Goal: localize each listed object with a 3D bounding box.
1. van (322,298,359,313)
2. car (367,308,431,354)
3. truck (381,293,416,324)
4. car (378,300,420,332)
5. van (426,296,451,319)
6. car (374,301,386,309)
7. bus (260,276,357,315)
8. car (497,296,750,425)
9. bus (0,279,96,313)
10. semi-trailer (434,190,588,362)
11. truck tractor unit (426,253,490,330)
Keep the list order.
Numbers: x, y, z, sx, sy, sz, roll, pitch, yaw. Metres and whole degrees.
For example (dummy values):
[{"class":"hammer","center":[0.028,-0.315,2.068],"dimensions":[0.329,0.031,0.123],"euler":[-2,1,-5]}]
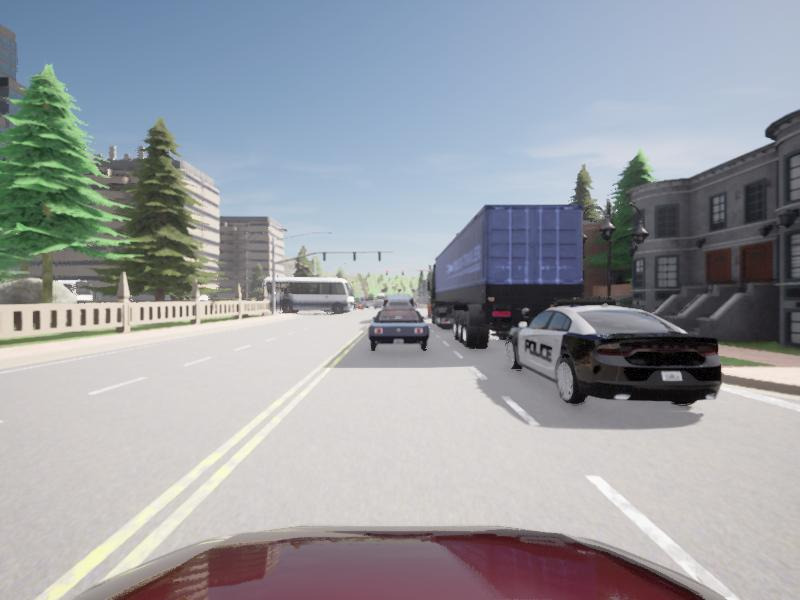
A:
[{"class":"van","center":[-7.684,0.676,51.843],"dimensions":[4.442,1.987,1.775],"euler":[0,0,-22]},{"class":"car","center":[-0.043,0.965,14.258],"dimensions":[1.895,1.301,4.718],"euler":[0,0,0]},{"class":"truck","center":[-0.093,0.588,30.671],"dimensions":[2.390,2.098,6.274],"euler":[0,0,0]},{"class":"car","center":[-0.070,0.815,23.179],"dimensions":[2.152,1.651,5.027],"euler":[0,0,0]},{"class":"van","center":[3.398,0.652,36.034],"dimensions":[1.775,1.987,4.442],"euler":[0,0,0]},{"class":"car","center":[-3.727,0.937,74.484],"dimensions":[2.038,1.542,4.974],"euler":[0,0,0]},{"class":"bus","center":[-10.386,-0.469,46.456],"dimensions":[10.273,4.253,3.944],"euler":[1,0,1]},{"class":"car","center":[3.476,0.783,7.710],"dimensions":[1.930,1.638,5.238],"euler":[0,0,0]},{"class":"bus","center":[-47.105,-0.458,53.173],"dimensions":[10.273,4.253,3.944],"euler":[0,0,0]},{"class":"semi-trailer","center":[3.452,-0.592,17.410],"dimensions":[2.717,4.402,14.254],"euler":[0,0,0]},{"class":"truck tractor unit","center":[3.421,-0.464,25.330],"dimensions":[3.053,4.208,6.516],"euler":[0,0,0]}]
